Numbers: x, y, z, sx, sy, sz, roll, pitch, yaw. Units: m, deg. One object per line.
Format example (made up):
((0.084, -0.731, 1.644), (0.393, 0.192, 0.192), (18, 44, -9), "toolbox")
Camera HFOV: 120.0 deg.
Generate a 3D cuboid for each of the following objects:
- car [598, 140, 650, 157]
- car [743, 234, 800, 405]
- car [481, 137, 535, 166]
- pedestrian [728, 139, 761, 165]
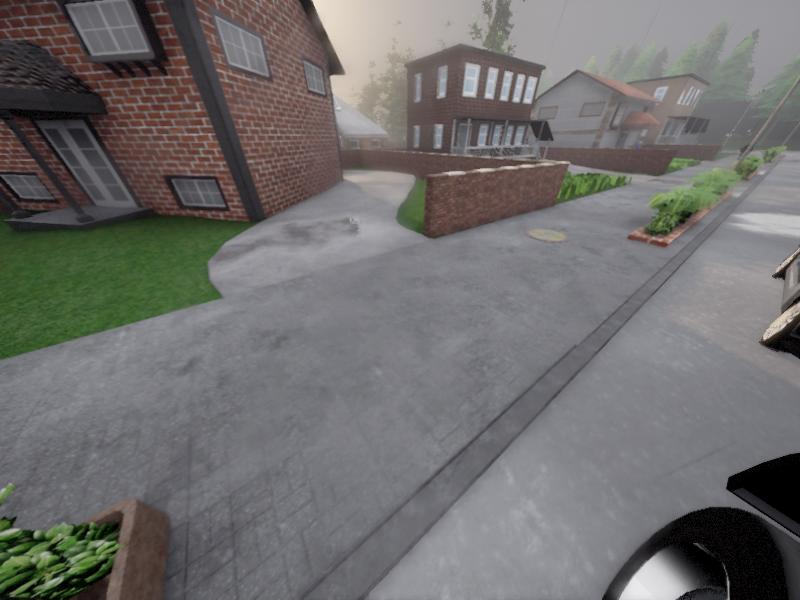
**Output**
((25.797, -17.600, 26.739), (1.845, 1.501, 3.633), (-22, 41, -28), "car")
((6.552, -0.187, 2.708), (5.238, 1.638, 1.930), (-22, 41, -28), "car")
((8.979, -12.477, 19.321), (3.866, 1.878, 1.905), (-22, 41, -28), "car")
((29.752, -12.784, 19.976), (0.751, 1.860, 0.751), (-22, 40, -27), "pedestrian")
